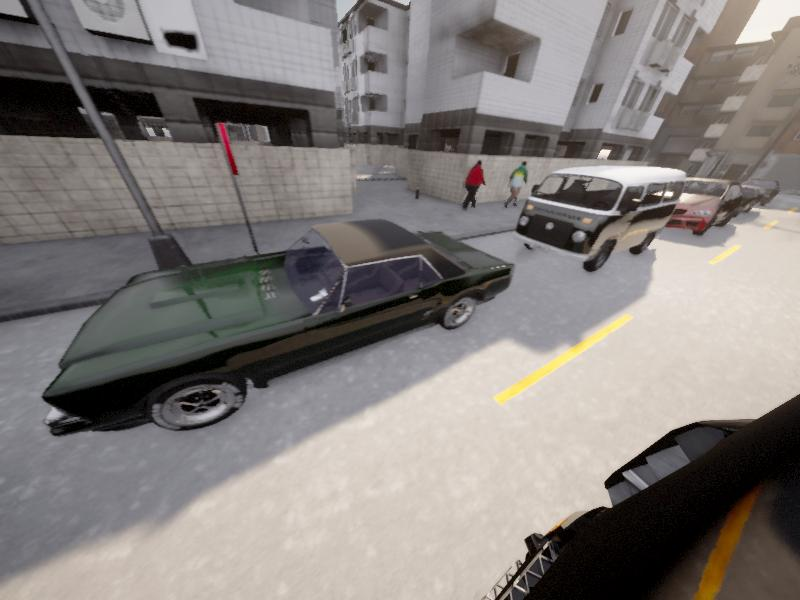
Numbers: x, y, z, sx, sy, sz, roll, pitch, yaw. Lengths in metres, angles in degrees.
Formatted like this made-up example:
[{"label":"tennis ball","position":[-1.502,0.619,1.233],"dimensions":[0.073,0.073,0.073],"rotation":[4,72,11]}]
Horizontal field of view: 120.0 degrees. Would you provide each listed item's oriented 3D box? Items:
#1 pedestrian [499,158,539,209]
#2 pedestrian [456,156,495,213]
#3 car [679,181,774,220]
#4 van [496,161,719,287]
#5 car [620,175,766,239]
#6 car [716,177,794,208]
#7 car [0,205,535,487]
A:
[{"label":"pedestrian","position":[5.057,-4.980,9.914],"dimensions":[0.751,1.860,0.751],"rotation":[-14,37,-24]},{"label":"pedestrian","position":[2.860,-4.446,8.939],"dimensions":[0.751,1.860,0.751],"rotation":[-16,38,-26]},{"label":"car","position":[17.243,-5.358,12.189],"dimensions":[4.718,1.301,1.895],"rotation":[-16,38,-26]},{"label":"van","position":[5.032,-2.172,5.765],"dimensions":[4.480,2.038,2.069],"rotation":[-16,38,-26]},{"label":"car","position":[11.536,-3.865,9.156],"dimensions":[4.611,1.667,2.242],"rotation":[-16,38,-26]},{"label":"car","position":[24.237,-7.425,15.760],"dimensions":[5.357,1.411,2.033],"rotation":[-17,38,-27]},{"label":"car","position":[-0.759,-0.218,3.044],"dimensions":[4.718,1.301,1.895],"rotation":[-16,38,-26]}]
